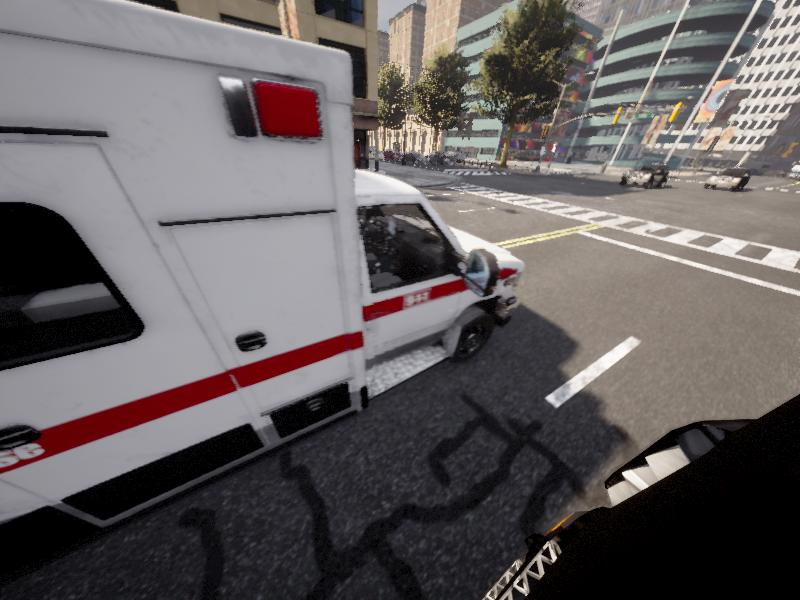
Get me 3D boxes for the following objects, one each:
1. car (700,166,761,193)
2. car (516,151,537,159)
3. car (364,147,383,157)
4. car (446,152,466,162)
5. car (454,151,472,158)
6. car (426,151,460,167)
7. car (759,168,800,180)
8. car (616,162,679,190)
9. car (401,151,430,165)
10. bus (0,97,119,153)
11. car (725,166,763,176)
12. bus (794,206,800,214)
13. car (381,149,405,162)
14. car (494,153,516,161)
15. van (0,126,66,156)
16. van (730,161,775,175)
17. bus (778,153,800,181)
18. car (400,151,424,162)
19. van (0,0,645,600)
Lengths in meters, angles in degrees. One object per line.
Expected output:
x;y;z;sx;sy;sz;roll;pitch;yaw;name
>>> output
30.195;-11.089;21.118;4.605;1.855;1.932;-16;38;-25;car
44.237;-50.660;80.765;2.435;2.045;5.566;-16;38;-26;car
-5.817;-32.522;50.638;2.128;1.511;4.902;-16;39;-26;car
11.046;-28.424;45.818;1.845;1.501;3.633;-16;38;-26;car
18.366;-42.709;67.583;2.161;1.482;4.786;-16;38;-26;car
6.110;-20.592;33.623;2.242;1.667;4.611;-16;38;-26;car
77.890;-25.966;47.515;2.152;1.651;5.027;18;37;22;car
21.557;-10.900;20.170;4.605;1.855;1.932;-16;38;-26;car
2.177;-20.584;33.510;1.812;1.442;4.674;-16;38;-26;car
-37.937;-19.537;26.307;3.944;4.253;10.273;-16;38;-26;bus
81.413;-30.660;54.794;2.152;1.651;5.027;10;34;10;car
27.521;-6.898;12.531;10.273;4.253;3.944;-16;38;-25;bus
-1.168;-23.936;38.178;2.007;1.525;4.514;-16;38;-26;car
27.711;-37.959;61.147;2.128;1.511;4.902;-16;38;-26;car
-33.463;-14.227;20.710;2.069;2.038;4.480;-16;38;-26;van
85.551;-32.188;56.278;1.988;2.561;5.915;8;34;7;van
71.483;-22.792;39.643;10.273;4.253;3.944;-25;43;-37;bus
1.965;-24.622;39.588;1.994;1.385;4.181;-16;38;-26;car
-1.649;-0.121;1.789;6.366;2.431;2.351;-16;38;-26;van
